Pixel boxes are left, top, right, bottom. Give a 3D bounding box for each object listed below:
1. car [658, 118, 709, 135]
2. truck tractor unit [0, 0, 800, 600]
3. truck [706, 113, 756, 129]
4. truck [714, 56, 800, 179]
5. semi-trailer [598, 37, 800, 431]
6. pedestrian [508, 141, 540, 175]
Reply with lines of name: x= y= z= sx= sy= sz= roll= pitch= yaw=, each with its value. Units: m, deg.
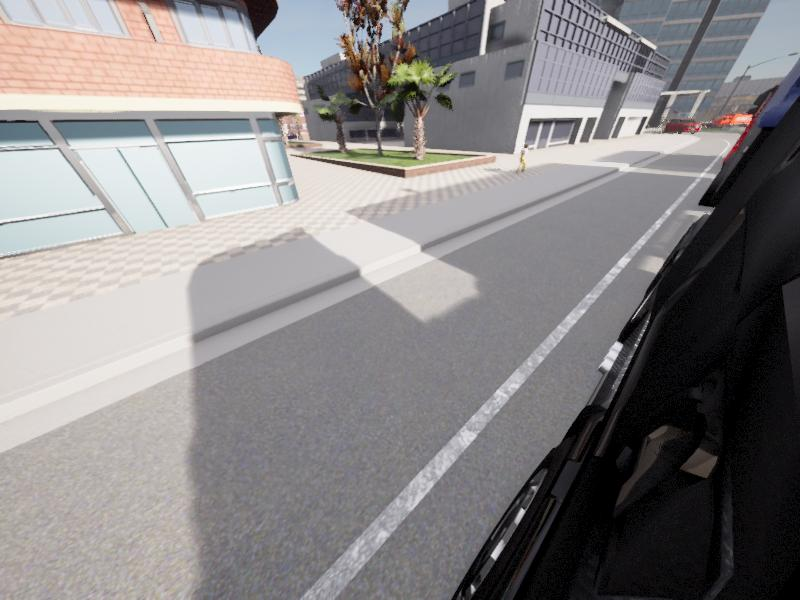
car: x=45.335 y=-27.942 z=37.195 sx=2.150 sy=2.045 sz=5.566 roll=7 pitch=37 yaw=12
truck tractor unit: x=2.645 y=-0.295 z=0.351 sx=6.516 sy=4.208 sz=3.053 roll=-28 pitch=44 yaw=-30
truck: x=69.218 y=-37.496 z=48.462 sx=5.204 sy=2.467 sz=2.627 roll=2 pitch=36 yaw=5
truck: x=18.859 y=-8.537 z=10.910 sx=8.468 sy=3.827 sz=2.891 roll=-27 pitch=43 yaw=-30
semi-trailer: x=8.725 y=-3.563 z=4.235 sx=14.254 sy=4.402 sz=2.717 roll=-28 pitch=43 yaw=-30
pedestrian: x=5.931 y=-6.841 z=11.121 sx=0.751 sy=1.300 sz=0.751 roll=-22 pitch=41 yaw=-24
